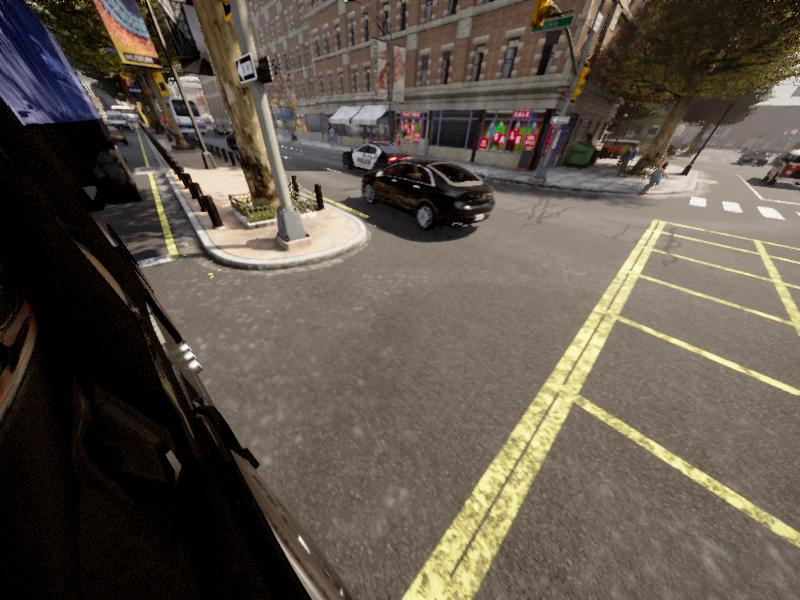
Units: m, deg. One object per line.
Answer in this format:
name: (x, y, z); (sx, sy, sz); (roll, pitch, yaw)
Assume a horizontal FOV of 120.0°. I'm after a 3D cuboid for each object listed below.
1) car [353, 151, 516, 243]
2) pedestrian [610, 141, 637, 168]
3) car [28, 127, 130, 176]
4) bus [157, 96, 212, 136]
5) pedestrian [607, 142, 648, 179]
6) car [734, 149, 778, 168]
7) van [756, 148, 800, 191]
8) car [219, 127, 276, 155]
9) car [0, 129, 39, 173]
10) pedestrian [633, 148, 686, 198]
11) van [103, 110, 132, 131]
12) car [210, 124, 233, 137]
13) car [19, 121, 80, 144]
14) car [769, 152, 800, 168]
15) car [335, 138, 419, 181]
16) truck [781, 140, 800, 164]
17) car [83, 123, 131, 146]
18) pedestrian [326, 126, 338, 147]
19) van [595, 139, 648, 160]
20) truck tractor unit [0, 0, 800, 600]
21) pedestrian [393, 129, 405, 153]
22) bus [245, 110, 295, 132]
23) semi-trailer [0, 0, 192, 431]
car: (0.571, -3.478, 7.106); (1.837, 1.490, 4.892); (-22, 43, -30)
pedestrian: (18.754, -12.239, 19.403); (0.751, 1.860, 0.751); (-28, 47, -35)
car: (-15.117, -7.363, 11.262); (2.038, 1.542, 4.974); (-27, 46, -34)
bus: (-33.590, -28.367, 35.899); (3.944, 4.253, 10.273); (-27, 46, -34)
pedestrian: (13.823, -8.522, 14.110); (0.751, 1.860, 0.751); (4, 37, 1)
car: (44.598, -17.856, 29.082); (5.027, 1.651, 2.152); (-27, 46, -34)
van: (26.645, -8.772, 15.407); (4.480, 2.038, 2.069); (-28, 47, -34)
car: (-12.943, -13.521, 19.559); (4.856, 1.649, 2.033); (29, 44, 31)
car: (-18.709, -6.665, 10.229); (1.994, 1.385, 4.181); (-27, 46, -34)
pedestrian: (11.874, -5.830, 10.630); (0.751, 1.860, 0.751); (-26, 45, -33)
van: (-47.236, -30.099, 38.766); (1.988, 2.561, 5.915); (-27, 46, -34)
car: (-28.017, -26.606, 36.175); (1.845, 1.501, 3.633); (-27, 46, -34)
car: (-29.718, -14.315, 19.756); (1.994, 1.385, 4.181); (-27, 46, -34)
car: (52.209, -18.897, 31.069); (4.892, 1.490, 1.837); (-28, 47, -33)
car: (-1.471, -8.156, 13.204); (2.038, 1.542, 4.974); (-27, 46, -34)
truck: (65.813, -23.981, 36.803); (8.468, 3.827, 2.891); (-27, 46, -34)
car: (-25.765, -14.704, 20.511); (2.033, 1.411, 5.357); (-27, 46, -34)
pedestrian: (-7.548, -18.204, 25.686); (0.751, 1.860, 0.751); (-24, 44, -31)
van: (29.761, -20.411, 31.240); (1.775, 1.987, 4.442); (-23, 44, -30)
truck tractor unit: (-2.645, -0.295, 0.351); (6.516, 4.208, 3.053); (28, 44, 30)
pedestrian: (-0.098, -15.262, 22.231); (0.751, 1.860, 0.751); (-18, 42, -26)
bus: (-34.251, -47.508, 61.471); (10.273, 4.253, 3.944); (-28, 46, -34)
semi-trailer: (-8.234, -3.886, 4.635); (2.717, 4.402, 14.254); (-28, 47, -35)
